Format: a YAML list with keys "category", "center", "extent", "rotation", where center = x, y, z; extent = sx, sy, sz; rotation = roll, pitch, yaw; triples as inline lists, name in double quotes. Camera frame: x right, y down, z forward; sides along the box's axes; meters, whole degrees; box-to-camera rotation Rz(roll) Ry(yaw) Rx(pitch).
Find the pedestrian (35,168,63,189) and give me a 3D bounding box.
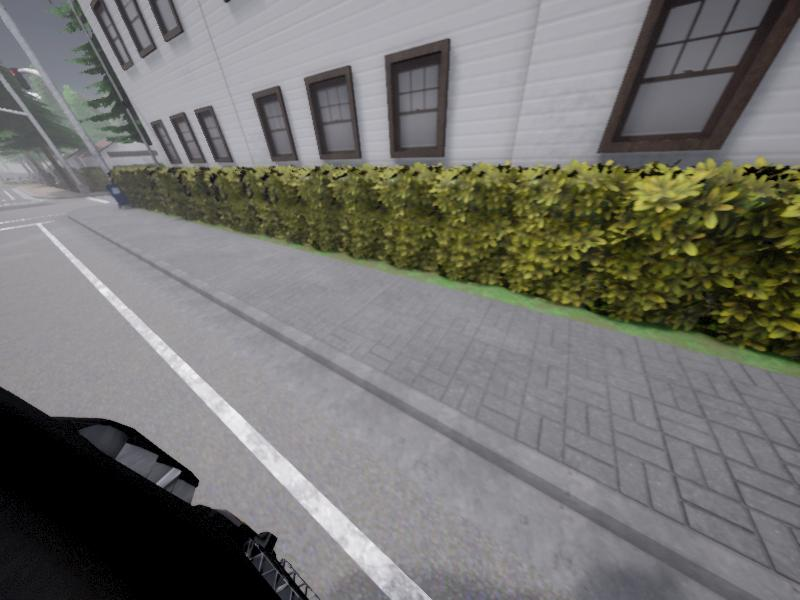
- category: "pedestrian"
  center: [-36.784, -12.776, 24.239]
  extent: [0.751, 1.860, 0.751]
  rotation: [26, 43, 36]
